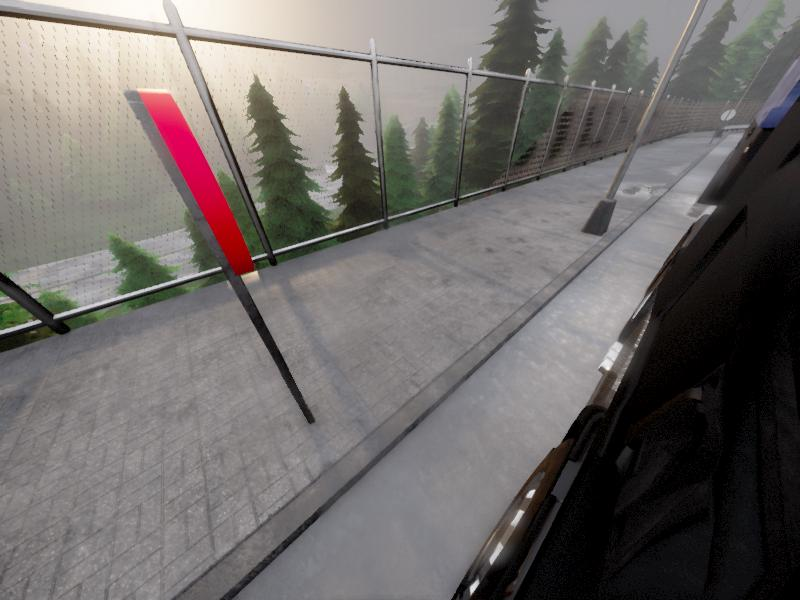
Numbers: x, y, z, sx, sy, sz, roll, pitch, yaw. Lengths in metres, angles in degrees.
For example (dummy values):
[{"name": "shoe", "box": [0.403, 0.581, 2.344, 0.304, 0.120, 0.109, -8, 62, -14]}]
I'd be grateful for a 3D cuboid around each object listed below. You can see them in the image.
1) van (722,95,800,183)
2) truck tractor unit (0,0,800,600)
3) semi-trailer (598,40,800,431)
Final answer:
[{"name": "van", "box": [16.354, -6.923, 9.758, 5.915, 2.561, 1.988, -28, 44, -30]}, {"name": "truck tractor unit", "box": [2.645, -0.295, 0.352, 6.516, 4.208, 3.053, -28, 44, -30]}, {"name": "semi-trailer", "box": [8.698, -3.606, 4.227, 14.254, 4.402, 2.717, -28, 44, -30]}]
